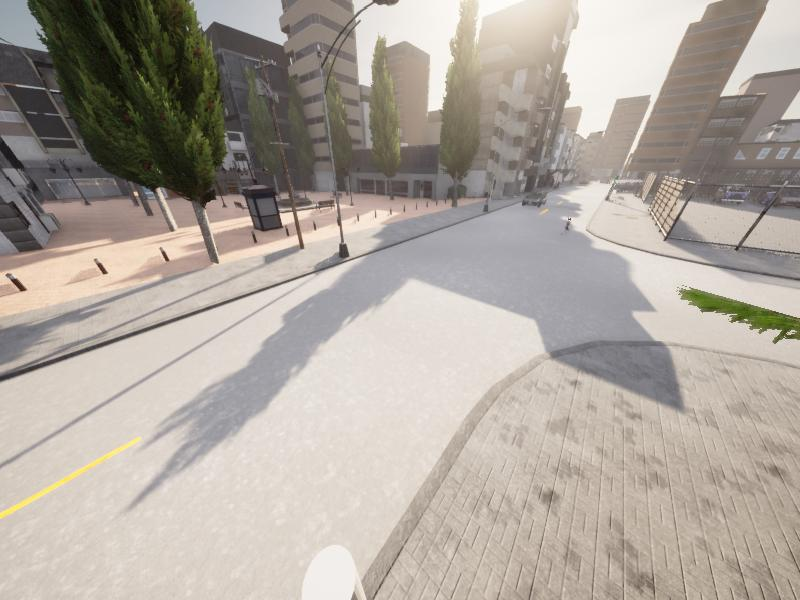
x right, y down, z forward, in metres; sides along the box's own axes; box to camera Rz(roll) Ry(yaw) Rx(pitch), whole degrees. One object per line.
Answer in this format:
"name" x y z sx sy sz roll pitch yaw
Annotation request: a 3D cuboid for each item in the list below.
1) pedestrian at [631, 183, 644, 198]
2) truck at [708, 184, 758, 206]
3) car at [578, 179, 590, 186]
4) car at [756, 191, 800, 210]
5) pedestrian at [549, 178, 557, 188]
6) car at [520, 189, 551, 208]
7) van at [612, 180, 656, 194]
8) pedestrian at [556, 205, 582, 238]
"pedestrian" 34.237 -15.826 33.303 0.751 1.860 0.751 25 38 36
"truck" 40.630 -13.001 28.353 2.069 2.038 4.478 23 37 34
"car" 49.013 -31.361 61.455 1.895 1.301 4.718 23 37 34
"car" 43.557 -11.395 26.194 2.033 1.415 5.357 23 37 34
"pedestrian" 32.132 -24.602 48.501 0.751 1.860 0.751 26 39 37
"car" 16.042 -12.014 27.288 2.007 1.525 4.514 23 37 34
"van" 40.357 -19.661 40.024 4.480 2.038 2.069 13 29 21
"pedestrian" 10.872 -5.062 14.864 0.751 1.860 0.751 22 36 33
